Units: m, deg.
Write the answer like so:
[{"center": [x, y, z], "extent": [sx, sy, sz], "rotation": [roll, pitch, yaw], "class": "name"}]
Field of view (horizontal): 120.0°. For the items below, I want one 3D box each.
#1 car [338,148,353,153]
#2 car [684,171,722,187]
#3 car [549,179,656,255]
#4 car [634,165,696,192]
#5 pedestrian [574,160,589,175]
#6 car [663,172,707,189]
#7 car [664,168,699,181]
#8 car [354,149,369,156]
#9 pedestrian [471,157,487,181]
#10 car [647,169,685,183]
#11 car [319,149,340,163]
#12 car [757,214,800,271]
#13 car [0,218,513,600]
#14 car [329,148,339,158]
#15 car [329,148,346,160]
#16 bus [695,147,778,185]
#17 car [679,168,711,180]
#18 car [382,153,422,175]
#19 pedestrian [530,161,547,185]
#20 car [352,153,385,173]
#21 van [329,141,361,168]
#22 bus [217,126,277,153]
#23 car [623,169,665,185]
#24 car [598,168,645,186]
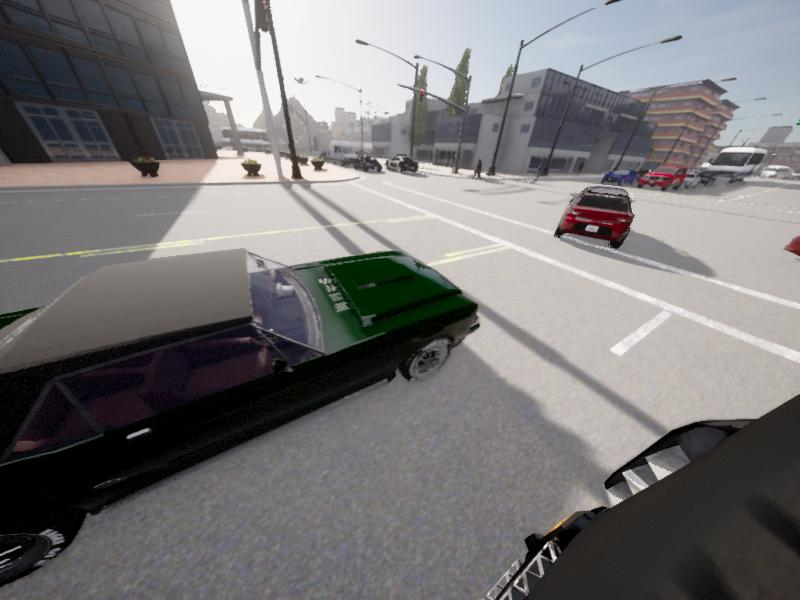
[{"center": [-20.397, -56.010, 86.472], "extent": [5.357, 1.411, 2.033], "rotation": [15, 35, 18], "class": "car"}, {"center": [38.667, -15.508, 29.482], "extent": [4.193, 1.474, 1.816], "rotation": [-16, 38, -26], "class": "car"}, {"center": [6.695, -3.090, 7.923], "extent": [1.816, 1.474, 4.193], "rotation": [23, 38, 27], "class": "car"}, {"center": [26.477, -12.245, 23.122], "extent": [5.566, 2.045, 2.150], "rotation": [-16, 38, -26], "class": "car"}, {"center": [26.313, -19.162, 33.500], "extent": [0.751, 1.860, 0.751], "rotation": [-16, 38, -28], "class": "pedestrian"}, {"center": [32.769, -13.775, 26.514], "extent": [4.674, 1.442, 1.812], "rotation": [-16, 38, -26], "class": "car"}, {"center": [42.108, -18.812, 34.553], "extent": [5.008, 1.535, 1.882], "rotation": [-17, 38, -25], "class": "car"}, {"center": [-10.998, -42.320, 66.391], "extent": [2.033, 1.411, 5.357], "rotation": [15, 35, 17], "class": "car"}, {"center": [7.151, -11.915, 21.041], "extent": [0.751, 1.860, 0.751], "rotation": [0, 33, -5], "class": "pedestrian"}, {"center": [36.621, -17.100, 31.839], "extent": [4.181, 1.385, 1.994], "rotation": [-15, 38, -25], "class": "car"}, {"center": [-10.467, -21.379, 34.233], "extent": [1.845, 1.501, 3.633], "rotation": [-16, 38, -27], "class": "car"}, {"center": [11.643, -0.558, 4.511], "extent": [1.812, 1.442, 4.674], "rotation": [-3, 34, -10], "class": "car"}, {"center": [-1.443, 0.311, 2.232], "extent": [4.718, 1.301, 1.895], "rotation": [-16, 38, -26], "class": "car"}, {"center": [-13.821, -30.795, 48.396], "extent": [1.816, 1.474, 4.193], "rotation": [-5, 34, -13], "class": "car"}, {"center": [-11.636, -27.050, 42.710], "extent": [1.930, 1.638, 5.238], "rotation": [-12, 36, -22], "class": "car"}, {"center": [49.202, -19.732, 33.834], "extent": [10.273, 4.253, 3.944], "rotation": [-17, 38, -25], "class": "bus"}, {"center": [47.947, -20.550, 37.498], "extent": [4.674, 1.442, 1.812], "rotation": [-17, 38, -25], "class": "car"}, {"center": [0.058, -14.794, 25.027], "extent": [1.930, 1.638, 5.238], "rotation": [-15, 37, -26], "class": "car"}, {"center": [12.815, -11.782, 21.361], "extent": [0.751, 1.860, 0.751], "rotation": [16, 35, 19], "class": "pedestrian"}, {"center": [-3.378, -14.347, 24.174], "extent": [1.816, 1.474, 4.193], "rotation": [-15, 37, -26], "class": "car"}, {"center": [-7.059, -18.500, 29.217], "extent": [1.988, 2.561, 5.915], "rotation": [-15, 37, -26], "class": "van"}, {"center": [-33.900, -35.794, 51.625], "extent": [10.273, 4.253, 3.944], "rotation": [8, 33, 7], "class": "bus"}, {"center": [30.284, -15.314, 28.618], "extent": [4.892, 1.490, 1.837], "rotation": [-16, 38, -26], "class": "car"}, {"center": [24.683, -13.757, 25.743], "extent": [5.008, 1.535, 1.882], "rotation": [-16, 37, -26], "class": "car"}]
